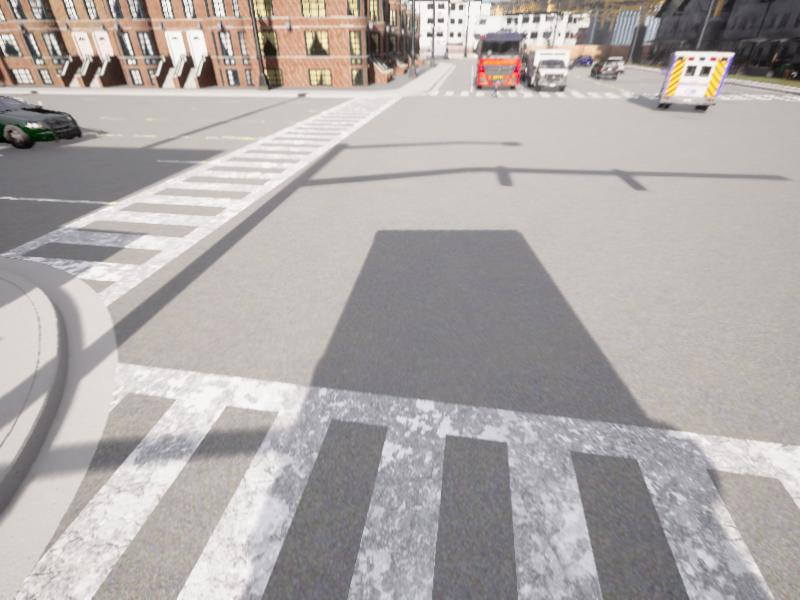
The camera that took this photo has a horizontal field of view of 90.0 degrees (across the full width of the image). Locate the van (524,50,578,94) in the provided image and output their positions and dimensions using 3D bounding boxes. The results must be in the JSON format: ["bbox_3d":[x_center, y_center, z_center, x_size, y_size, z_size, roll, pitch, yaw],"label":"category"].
[{"bbox_3d":[10.650,-16.568,28.848,2.351,2.431,6.366,5,33,8],"label":"van"}]

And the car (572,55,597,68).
[{"bbox_3d":[26.509,-34.470,57.676,1.812,1.442,4.674,3,33,5],"label":"car"}]

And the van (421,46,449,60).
[{"bbox_3d":[7.817,-55.302,89.420,5.915,2.561,1.988,14,35,22],"label":"van"}]

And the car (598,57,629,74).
[{"bbox_3d":[24.331,-26.853,45.758,1.970,1.475,3.806,5,33,8],"label":"car"}]

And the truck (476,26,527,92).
[{"bbox_3d":[7.491,-18.588,30.741,2.891,3.827,8.468,5,33,8],"label":"truck"}]

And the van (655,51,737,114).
[{"bbox_3d":[15.144,-11.558,20.962,2.351,2.431,6.366,16,36,23],"label":"van"}]

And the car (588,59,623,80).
[{"bbox_3d":[19.321,-21.795,37.779,1.789,1.549,3.705,5,33,8],"label":"car"}]

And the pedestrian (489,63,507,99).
[{"bbox_3d":[5.828,-13.058,23.873,0.751,1.860,0.751,1,33,2],"label":"pedestrian"}]

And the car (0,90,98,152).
[{"bbox_3d":[-13.553,-6.129,13.531,4.974,1.542,2.038,5,33,7],"label":"car"}]

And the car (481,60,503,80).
[{"bbox_3d":[8.987,-22.751,39.420,1.837,1.490,4.892,4,33,7],"label":"car"}]
